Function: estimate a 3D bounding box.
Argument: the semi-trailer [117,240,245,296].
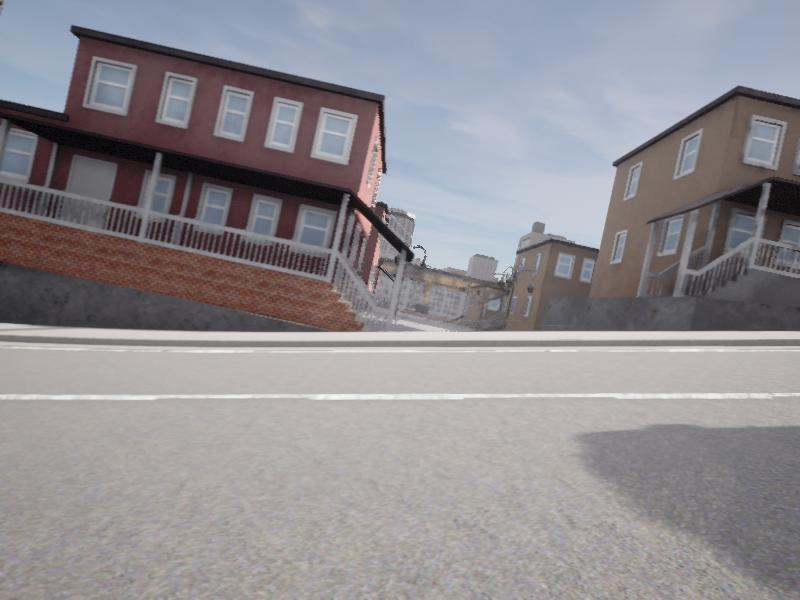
[{"bbox_3d":[-28.562,-3.942,53.401,2.717,4.402,14.254,11,-1,44],"label":"semi-trailer"}]
